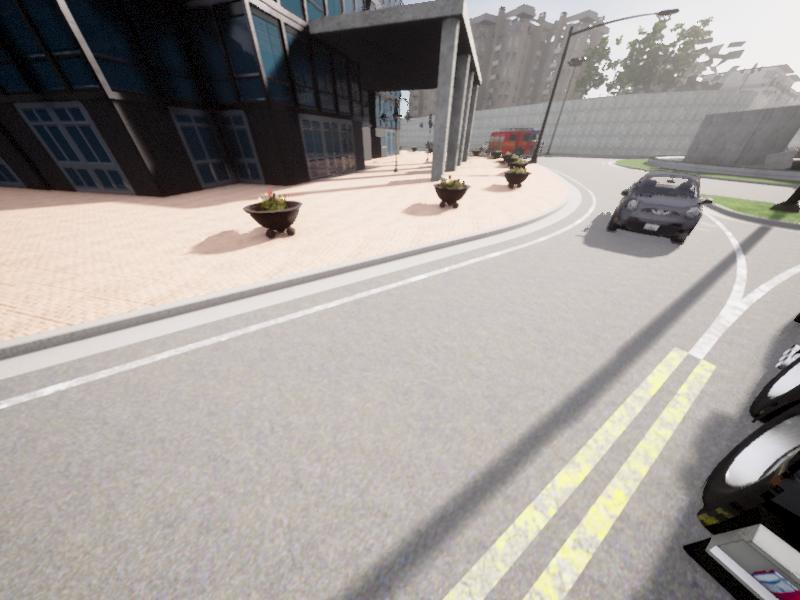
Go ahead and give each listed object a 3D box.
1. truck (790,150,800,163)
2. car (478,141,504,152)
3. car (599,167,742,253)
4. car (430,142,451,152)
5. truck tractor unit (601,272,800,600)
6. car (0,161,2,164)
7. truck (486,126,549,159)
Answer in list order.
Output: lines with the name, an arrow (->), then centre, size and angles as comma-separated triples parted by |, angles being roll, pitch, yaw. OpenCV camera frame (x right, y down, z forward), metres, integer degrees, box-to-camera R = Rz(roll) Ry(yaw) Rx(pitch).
truck -> 55.133, -18.203, 28.791 | 2.390, 2.098, 6.274 | -19, 39, -26
car -> 21.730, -37.069, 55.650 | 2.150, 2.045, 5.566 | -18, 39, -25
car -> 7.711, -2.911, 6.912 | 1.845, 1.501, 3.633 | 27, 43, 33
car -> 8.910, -33.642, 50.769 | 1.932, 1.855, 4.605 | -18, 39, -25
truck tractor unit -> 5.121, -0.291, 0.759 | 6.516, 4.208, 3.053 | -18, 39, -23
car -> -55.158, -18.320, 29.848 | 1.812, 1.442, 4.674 | -19, 38, -26
truck -> 17.700, -24.375, 35.826 | 2.891, 3.827, 8.468 | -13, 37, -18
